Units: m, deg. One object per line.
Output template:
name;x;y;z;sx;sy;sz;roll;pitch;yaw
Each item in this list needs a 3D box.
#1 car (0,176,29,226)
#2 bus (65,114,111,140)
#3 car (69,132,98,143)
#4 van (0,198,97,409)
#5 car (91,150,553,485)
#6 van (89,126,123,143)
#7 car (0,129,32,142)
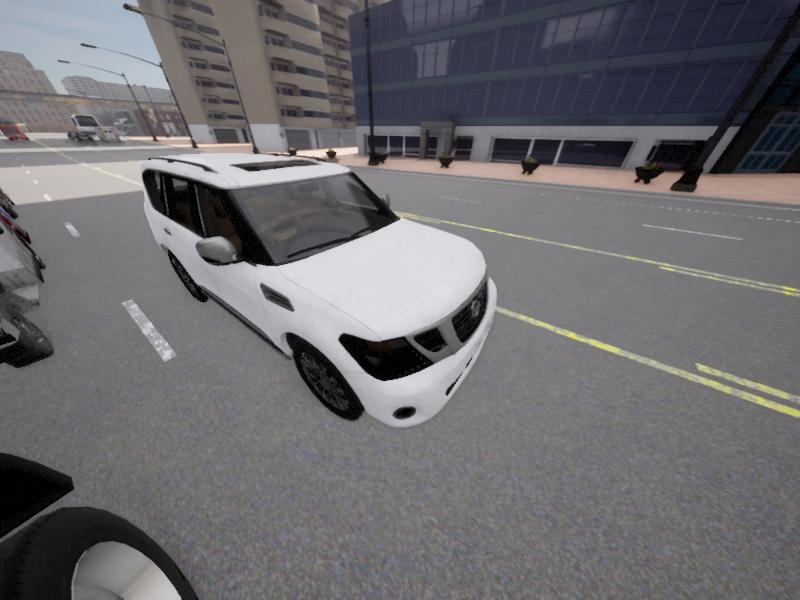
car;-14.487;-3.453;7.400;4.902;1.511;2.128;22;41;28
bus;-68.738;-38.056;50.846;10.273;4.253;3.944;27;43;31
car;-58.355;-29.905;42.554;4.902;1.511;2.128;24;41;27
van;-6.922;-0.720;2.784;6.366;2.431;2.351;22;40;28
car;-1.512;-0.807;3.275;5.566;2.045;2.150;22;41;28
van;-57.605;-32.520;45.314;6.366;2.431;2.351;24;41;27
car;-68.140;-29.213;41.033;4.611;1.667;2.242;24;41;27
